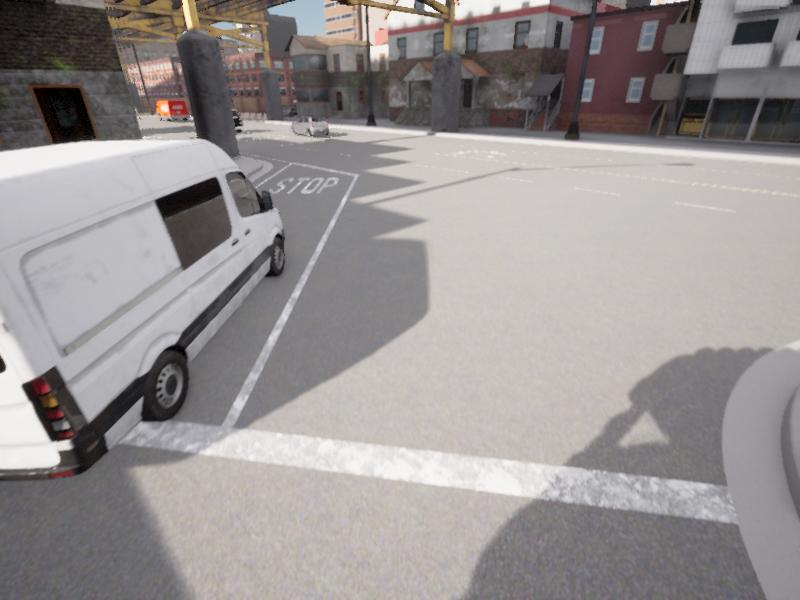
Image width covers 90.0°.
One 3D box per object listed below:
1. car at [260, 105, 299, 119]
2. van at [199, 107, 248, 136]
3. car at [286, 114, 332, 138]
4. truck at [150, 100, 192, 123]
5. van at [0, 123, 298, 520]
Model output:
[{"bbox_3d":[-16.846,-26.452,56.240,4.974,1.542,2.038,-7,28,-13],"label":"car"},{"bbox_3d":[-15.471,-15.712,35.028,2.069,2.038,4.480,-25,36,-38],"label":"van"},{"bbox_3d":[-7.321,-13.951,31.974,1.845,1.501,3.633,-23,35,-36],"label":"car"},{"bbox_3d":[-29.883,-24.644,52.147,5.204,2.467,2.627,22,35,37],"label":"truck"},{"bbox_3d":[-3.284,-0.730,5.302,1.988,2.561,5.915,0,27,2],"label":"van"}]
